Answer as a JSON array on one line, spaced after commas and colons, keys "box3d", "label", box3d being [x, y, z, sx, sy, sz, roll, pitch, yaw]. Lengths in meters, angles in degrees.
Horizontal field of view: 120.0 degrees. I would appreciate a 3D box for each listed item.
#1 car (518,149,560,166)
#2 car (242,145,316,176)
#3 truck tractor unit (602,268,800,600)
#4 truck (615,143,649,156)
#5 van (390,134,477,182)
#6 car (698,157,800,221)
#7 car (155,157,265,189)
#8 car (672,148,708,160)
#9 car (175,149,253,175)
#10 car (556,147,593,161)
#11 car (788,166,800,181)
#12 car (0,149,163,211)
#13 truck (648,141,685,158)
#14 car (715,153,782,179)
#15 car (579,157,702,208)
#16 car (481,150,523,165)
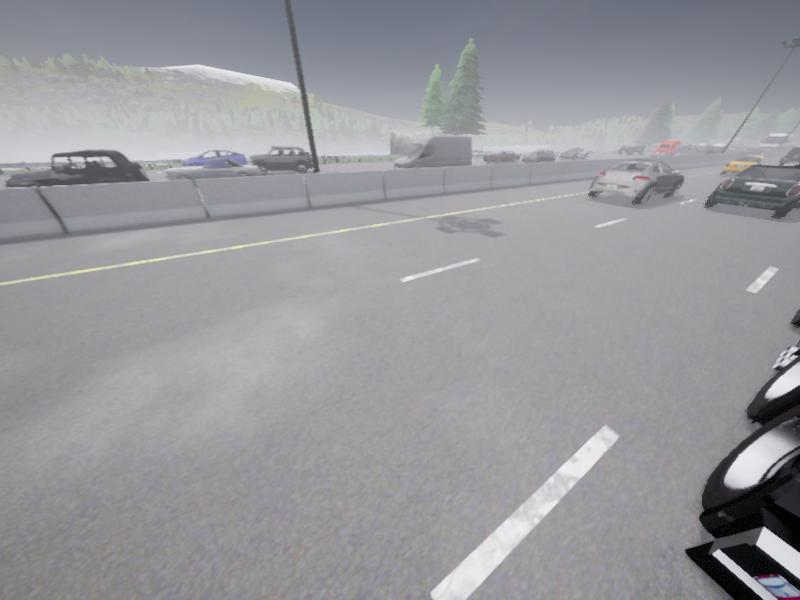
[{"box3d": [15.833, -16.241, 26.327, 4.193, 1.474, 1.816, -17, 39, -24], "label": "car"}, {"box3d": [-9.254, -10.825, 17.865, 4.605, 1.855, 1.932, -17, 38, -24], "label": "car"}, {"box3d": [5.123, -0.285, 0.785, 6.516, 4.208, 3.053, -18, 39, -24], "label": "truck tractor unit"}, {"box3d": [47.833, -31.110, 47.592, 6.274, 2.098, 2.390, -17, 39, -24], "label": "truck"}, {"box3d": [2.366, -10.170, 16.485, 5.915, 2.561, 1.988, -17, 39, -24], "label": "van"}, {"box3d": [15.057, -4.691, 9.403, 4.553, 1.767, 2.097, -17, 39, -24], "label": "car"}, {"box3d": [-11.050, -7.739, 13.903, 4.718, 1.301, 1.895, -17, 39, -24], "label": "car"}, {"box3d": [47.285, -23.831, 37.622, 4.902, 1.511, 2.128, -17, 39, -24], "label": "car"}, {"box3d": [-14.770, -11.244, 18.702, 4.514, 1.525, 2.007, -17, 39, -24], "label": "car"}, {"box3d": [26.156, -21.949, 34.622, 4.974, 1.542, 2.038, -20, 40, -26], "label": "car"}, {"box3d": [31.466, -9.705, 17.108, 3.806, 1.475, 1.970, -17, 39, -24], "label": "car"}, {"box3d": [-13.048, -5.070, 9.511, 3.866, 1.878, 1.905, -17, 39, -24], "label": "car"}, {"box3d": [47.869, -27.137, 41.538, 5.204, 2.467, 2.627, -22, 40, -28], "label": "truck"}, {"box3d": [29.160, -11.313, 19.304, 5.366, 1.575, 1.801, -17, 39, -24], "label": "car"}, {"box3d": [11.495, -5.792, 11.095, 5.027, 1.651, 2.152, -17, 39, -24], "label": "car"}, {"box3d": [12.417, -17.386, 28.091, 4.718, 1.301, 1.895, -17, 39, -24], "label": "car"}]
